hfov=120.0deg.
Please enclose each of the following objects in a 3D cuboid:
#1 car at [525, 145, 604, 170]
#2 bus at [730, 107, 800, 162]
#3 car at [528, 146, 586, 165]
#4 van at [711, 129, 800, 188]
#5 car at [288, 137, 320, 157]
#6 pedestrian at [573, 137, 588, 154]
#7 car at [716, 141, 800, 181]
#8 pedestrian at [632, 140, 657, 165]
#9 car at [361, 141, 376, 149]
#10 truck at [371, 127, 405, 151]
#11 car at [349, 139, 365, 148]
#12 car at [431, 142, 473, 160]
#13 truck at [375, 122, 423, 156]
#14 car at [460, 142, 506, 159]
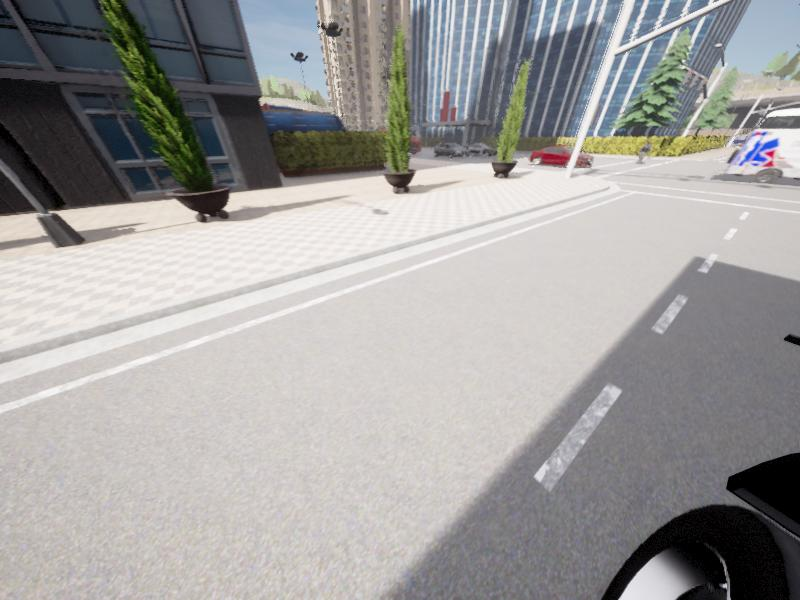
[{"bbox_3d":[13.797,-12.322,19.838,1.882,1.535,5.008,-20,40,-25],"label":"car"},{"bbox_3d":[41.615,-18.030,25.245,10.273,4.253,3.944,-22,41,-28],"label":"bus"},{"bbox_3d":[15.534,-14.537,23.096,1.994,1.385,4.181,-23,41,-29],"label":"car"},{"bbox_3d":[21.215,-6.983,11.433,2.351,2.431,6.366,-23,41,-28],"label":"van"},{"bbox_3d":[-13.361,-21.695,32.673,2.390,2.098,6.274,-3,35,-4],"label":"car"},{"bbox_3d":[24.181,-20.690,30.970,0.751,1.860,0.751,-20,40,-25],"label":"pedestrian"},{"bbox_3d":[23.203,-8.638,14.214,1.905,1.878,3.866,-23,41,-28],"label":"car"},{"bbox_3d":[21.888,-13.219,20.693,0.751,1.860,0.751,-30,45,-35],"label":"pedestrian"},{"bbox_3d":[-7.499,-36.679,54.533,1.845,1.501,3.633,-23,41,-28],"label":"car"},{"bbox_3d":[-2.654,-33.700,48.278,2.891,3.827,8.468,-23,41,-28],"label":"truck"},{"bbox_3d":[-10.903,-39.533,58.379,2.097,1.767,4.553,-23,41,-28],"label":"car"},{"bbox_3d":[6.319,-18.599,28.687,2.242,1.667,4.611,-23,41,-28],"label":"car"},{"bbox_3d":[-0.365,-24.913,35.827,2.891,3.827,8.468,-22,40,-27],"label":"truck"},{"bbox_3d":[10.281,-18.878,29.060,1.930,1.638,5.238,-23,41,-28],"label":"car"}]
